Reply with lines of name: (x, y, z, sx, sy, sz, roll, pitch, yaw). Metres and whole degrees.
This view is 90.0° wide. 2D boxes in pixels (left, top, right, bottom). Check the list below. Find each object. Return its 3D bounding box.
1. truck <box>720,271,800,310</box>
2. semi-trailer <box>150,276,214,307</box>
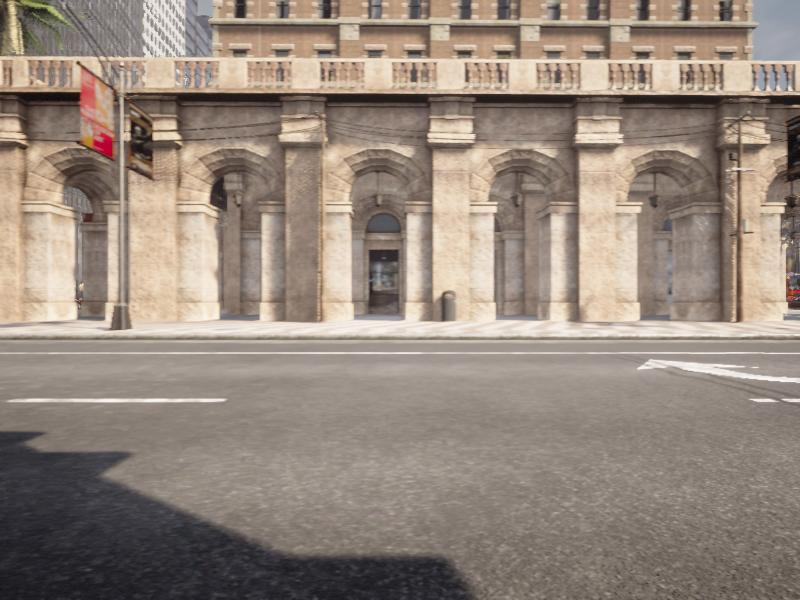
truck: (39.472, -0.918, 43.212, 2.891, 3.827, 8.468, 0, 0, 0)
semi-trailer: (-34.801, -1.219, 64.870, 2.717, 4.402, 14.254, 0, 0, 0)
